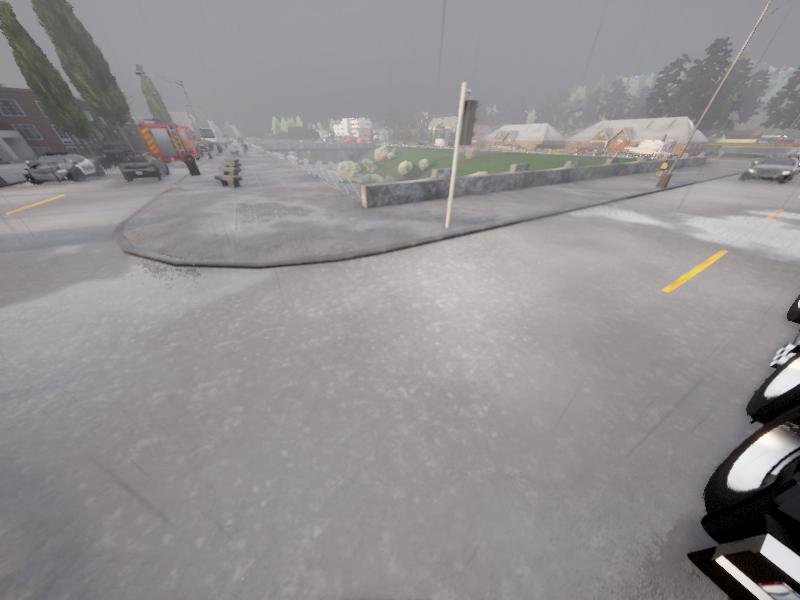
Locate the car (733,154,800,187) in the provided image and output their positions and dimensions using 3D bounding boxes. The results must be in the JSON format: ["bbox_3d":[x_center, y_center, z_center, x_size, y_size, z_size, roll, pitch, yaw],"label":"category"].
[{"bbox_3d":[25.235,-8.841,15.566,4.974,1.542,2.038,-19,39,-25],"label":"car"}]

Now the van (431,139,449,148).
[{"bbox_3d":[13.721,-53.651,79.070,2.351,2.431,6.366,-18,39,-24],"label":"van"}]

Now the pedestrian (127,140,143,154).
[{"bbox_3d":[-43.004,-24.863,37.520,0.751,1.860,0.751,-13,37,-18],"label":"pedestrian"}]

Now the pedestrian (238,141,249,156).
[{"bbox_3d":[-23.914,-23.209,35.303,0.751,1.860,0.751,-14,37,-19],"label":"pedestrian"}]

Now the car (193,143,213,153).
[{"bbox_3d":[-37.783,-29.321,44.485,2.038,1.542,4.974,-18,39,-24],"label":"car"}]

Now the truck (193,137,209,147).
[{"bbox_3d":[-61.419,-48.675,71.272,2.627,2.467,5.204,-18,39,-24],"label":"truck"}]

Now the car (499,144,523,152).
[{"bbox_3d":[26.316,-36.212,54.913,2.007,1.525,4.514,-18,39,-24],"label":"car"}]

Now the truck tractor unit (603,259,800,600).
[{"bbox_3d":[5.100,-0.312,0.792,6.516,4.208,3.053,-19,39,-24],"label":"truck tractor unit"}]

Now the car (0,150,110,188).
[{"bbox_3d":[-21.033,-8.307,14.423,2.038,1.542,4.974,-18,39,-24],"label":"car"}]

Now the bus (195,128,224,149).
[{"bbox_3d":[-49.772,-42.292,60.632,3.944,4.253,10.273,-18,39,-24],"label":"bus"}]

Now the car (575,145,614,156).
[{"bbox_3d":[35.333,-27.310,42.185,1.882,1.535,5.008,-18,39,-24],"label":"car"}]

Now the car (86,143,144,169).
[{"bbox_3d":[-25.971,-13.329,21.287,1.905,1.878,3.866,-18,39,-24],"label":"car"}]

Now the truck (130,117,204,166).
[{"bbox_3d":[-24.621,-17.184,25.143,2.891,3.827,8.468,-17,38,-23],"label":"truck"}]

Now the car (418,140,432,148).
[{"bbox_3d":[8.609,-53.990,79.863,2.150,2.045,5.566,-18,39,-24],"label":"car"}]

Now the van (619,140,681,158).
[{"bbox_3d":[42.015,-25.687,39.128,2.351,2.431,6.366,-19,39,-25],"label":"van"}]

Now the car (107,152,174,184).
[{"bbox_3d":[-16.954,-8.910,15.373,1.816,1.474,4.193,-19,39,-25],"label":"car"}]

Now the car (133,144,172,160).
[{"bbox_3d":[-32.324,-19.525,30.371,2.152,1.651,5.027,-18,39,-24],"label":"car"}]
